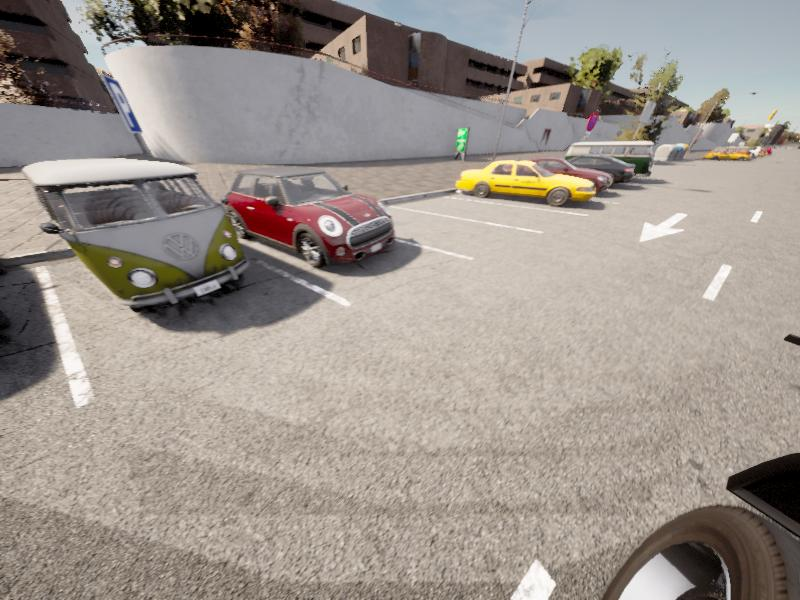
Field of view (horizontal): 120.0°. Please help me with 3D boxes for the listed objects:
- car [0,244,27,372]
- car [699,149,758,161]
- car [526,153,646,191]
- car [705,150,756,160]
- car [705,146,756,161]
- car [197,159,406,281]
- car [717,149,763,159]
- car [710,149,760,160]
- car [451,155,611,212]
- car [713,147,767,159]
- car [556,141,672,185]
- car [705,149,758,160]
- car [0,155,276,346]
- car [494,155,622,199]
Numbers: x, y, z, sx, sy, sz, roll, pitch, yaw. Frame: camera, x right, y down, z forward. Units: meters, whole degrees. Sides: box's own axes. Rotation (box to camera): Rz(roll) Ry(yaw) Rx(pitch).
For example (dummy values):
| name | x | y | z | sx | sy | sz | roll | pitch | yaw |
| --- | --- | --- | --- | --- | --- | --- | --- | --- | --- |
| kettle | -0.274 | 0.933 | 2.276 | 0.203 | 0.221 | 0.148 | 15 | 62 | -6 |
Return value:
| name | x | y | z | sx | sy | sz | roll | pitch | yaw |
| --- | --- | --- | --- | --- | --- | --- | --- | --- | --- |
| car | -7.367 | -0.273 | 3.032 | 5.366 | 1.575 | 1.946 | 21 | 41 | 29 |
| car | 55.273 | -24.518 | 39.098 | 5.366 | 1.575 | 1.946 | 22 | 39 | 28 |
| car | 9.865 | -7.141 | 12.692 | 4.674 | 1.452 | 2.002 | 21 | 41 | 29 |
| car | 59.979 | -26.434 | 42.075 | 4.792 | 1.488 | 2.163 | 22 | 39 | 28 |
| car | 57.661 | -25.663 | 40.437 | 4.442 | 1.987 | 1.878 | 22 | 39 | 28 |
| car | -2.358 | -2.318 | 5.672 | 4.553 | 1.767 | 2.185 | 21 | 40 | 29 |
| car | 72.214 | -31.132 | 49.222 | 4.892 | 1.521 | 2.231 | 22 | 39 | 28 |
| car | 64.893 | -28.321 | 44.906 | 4.892 | 1.521 | 2.231 | 22 | 39 | 28 |
| car | 5.139 | -5.132 | 9.806 | 5.366 | 1.575 | 1.946 | 21 | 40 | 29 |
| car | 69.749 | -30.412 | 47.648 | 5.566 | 2.045 | 2.435 | 22 | 39 | 28 |
| car | 12.399 | -8.322 | 13.881 | 4.442 | 1.987 | 1.878 | 21 | 40 | 29 |
| car | 62.294 | -27.450 | 43.563 | 5.366 | 1.575 | 1.946 | 22 | 39 | 28 |
| car | -4.677 | -1.360 | 4.157 | 4.442 | 1.987 | 1.878 | 21 | 40 | 29 |
| car | 7.425 | -6.151 | 11.310 | 4.674 | 1.452 | 2.002 | 21 | 40 | 29 |
